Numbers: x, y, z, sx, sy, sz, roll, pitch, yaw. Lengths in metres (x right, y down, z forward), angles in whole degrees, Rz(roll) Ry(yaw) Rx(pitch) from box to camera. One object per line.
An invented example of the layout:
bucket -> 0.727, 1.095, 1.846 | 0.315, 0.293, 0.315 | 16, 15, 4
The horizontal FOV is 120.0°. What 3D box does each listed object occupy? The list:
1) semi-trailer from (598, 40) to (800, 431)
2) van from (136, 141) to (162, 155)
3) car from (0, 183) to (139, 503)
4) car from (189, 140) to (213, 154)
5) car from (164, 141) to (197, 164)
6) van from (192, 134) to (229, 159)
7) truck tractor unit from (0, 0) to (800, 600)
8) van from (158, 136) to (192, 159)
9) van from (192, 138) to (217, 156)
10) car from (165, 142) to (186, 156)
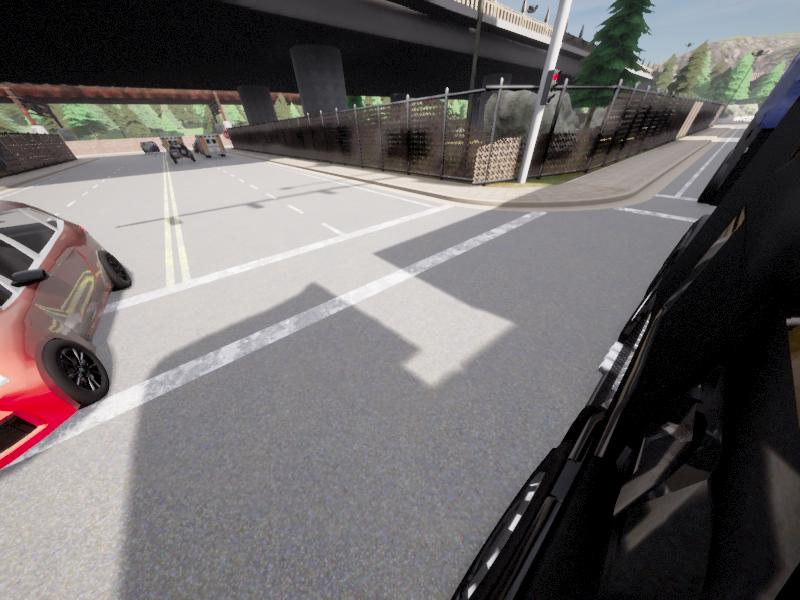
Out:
semi-trailer -> 8.687, -3.623, 4.224 | 14.254, 4.402, 2.717 | -28, 44, -30
van -> -44.699, -27.177, 41.227 | 1.775, 1.987, 4.442 | -23, 41, -24
car -> -5.003, 0.114, 2.451 | 2.242, 1.667, 4.611 | -28, 43, -30
car -> -33.746, -25.989, 39.106 | 2.097, 1.767, 4.553 | -28, 44, -30
car -> -24.833, -16.707, 26.052 | 1.932, 1.855, 4.605 | -28, 43, -30
van -> -24.819, -20.163, 30.218 | 2.351, 2.431, 6.366 | -28, 44, -30
truck tractor unit -> 2.645, -0.295, 0.351 | 6.516, 4.208, 3.053 | -28, 44, -30
van -> -31.356, -21.359, 32.230 | 2.351, 2.431, 6.366 | -28, 44, -30
van -> -29.838, -23.403, 35.239 | 1.775, 1.987, 4.442 | -28, 44, -30
car -> -36.194, -24.333, 37.202 | 1.851, 1.617, 3.988 | -28, 44, -30
